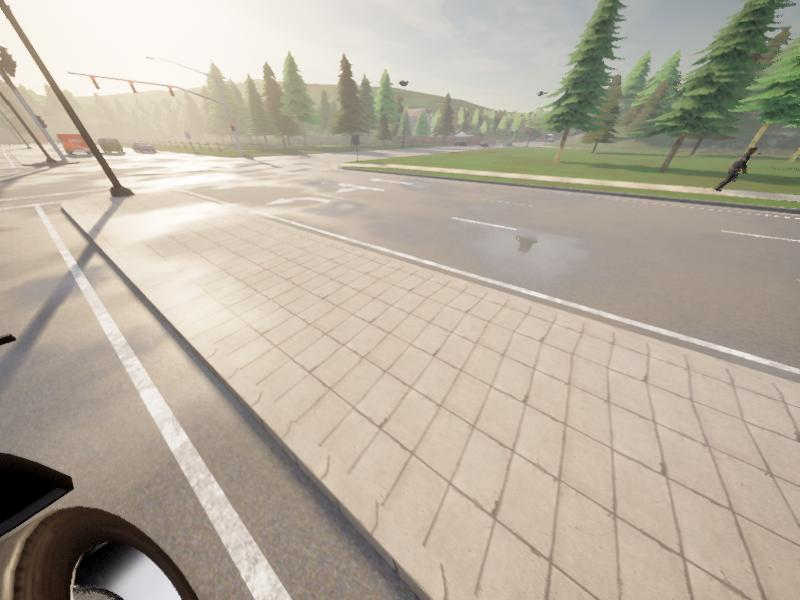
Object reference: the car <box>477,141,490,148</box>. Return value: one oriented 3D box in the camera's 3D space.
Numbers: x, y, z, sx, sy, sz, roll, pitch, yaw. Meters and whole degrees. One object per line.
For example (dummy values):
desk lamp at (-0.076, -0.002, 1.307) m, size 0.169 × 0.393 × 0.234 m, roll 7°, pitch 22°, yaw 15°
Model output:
car at (23.720, -44.329, 65.704) m, size 1.837 × 1.490 × 4.892 m, roll 23°, pitch 41°, yaw 28°

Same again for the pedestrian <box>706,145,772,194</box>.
pedestrian at (15.374, -5.965, 10.572) m, size 0.751 × 1.860 × 0.751 m, roll 22°, pitch 41°, yaw 28°

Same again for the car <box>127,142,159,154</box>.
car at (-41.891, -24.833, 37.622) m, size 5.357 × 1.411 × 2.033 m, roll 22°, pitch 41°, yaw 28°

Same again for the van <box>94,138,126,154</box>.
van at (-44.486, -23.664, 35.439) m, size 4.442 × 1.987 × 1.775 m, roll 22°, pitch 41°, yaw 28°

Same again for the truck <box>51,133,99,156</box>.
truck at (-45.922, -21.982, 32.629) m, size 5.204 × 2.467 × 2.627 m, roll 22°, pitch 41°, yaw 28°

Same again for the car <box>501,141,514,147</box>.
car at (33.615, -48.749, 72.104) m, size 2.128 × 1.511 × 4.902 m, roll 23°, pitch 41°, yaw 28°

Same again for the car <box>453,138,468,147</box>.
car at (18.015, -46.904, 68.851) m, size 2.150 × 2.045 × 5.566 m, roll 23°, pitch 41°, yaw 28°
